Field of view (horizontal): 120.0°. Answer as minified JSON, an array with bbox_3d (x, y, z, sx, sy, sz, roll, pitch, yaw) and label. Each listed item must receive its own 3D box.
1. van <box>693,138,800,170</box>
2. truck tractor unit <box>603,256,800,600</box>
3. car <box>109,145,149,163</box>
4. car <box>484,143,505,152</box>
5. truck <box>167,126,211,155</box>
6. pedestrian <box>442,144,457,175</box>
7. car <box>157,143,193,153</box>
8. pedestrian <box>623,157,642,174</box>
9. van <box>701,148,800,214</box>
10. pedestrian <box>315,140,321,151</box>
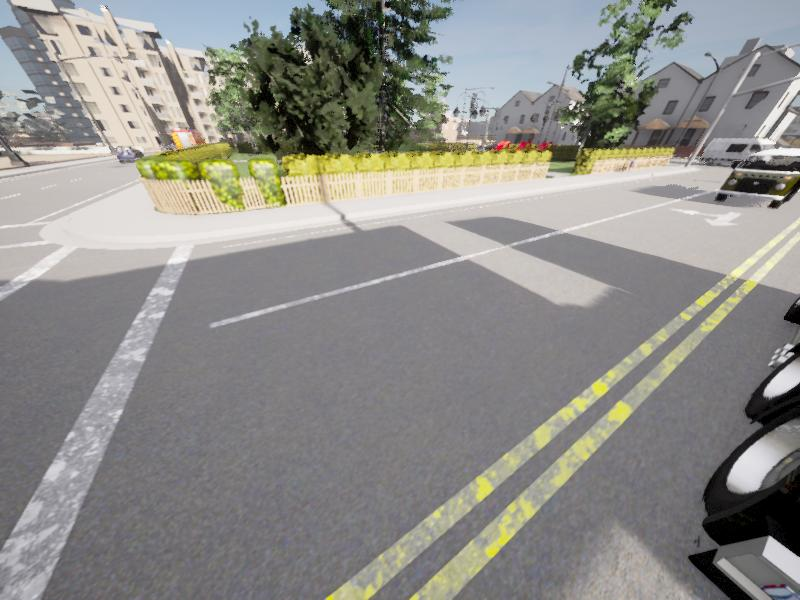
[{"bbox_3d":[36.342,-15.553,24.457,1.988,2.561,5.915,-6,35,-9],"label":"van"},{"bbox_3d":[5.095,-0.317,0.799,6.516,4.208,3.053,-19,39,-25],"label":"truck tractor unit"},{"bbox_3d":[-31.030,-16.851,26.604,1.789,1.549,3.705,-19,39,-25],"label":"car"},{"bbox_3d":[22.130,-35.776,54.225,1.851,1.617,3.988,-18,39,-24],"label":"car"},{"bbox_3d":[-37.098,-28.357,41.142,2.891,3.827,8.468,-15,37,-19],"label":"truck"},{"bbox_3d":[3.540,-10.176,16.738,0.751,1.860,0.751,2,35,3],"label":"pedestrian"},{"bbox_3d":[-45.909,-31.058,47.188,4.792,1.488,2.163,-18,39,-23],"label":"car"},{"bbox_3d":[18.088,-10.498,17.985,0.500,1.100,0.500,-16,38,-22],"label":"pedestrian"},{"bbox_3d":[16.015,-5.312,9.993,4.480,2.038,2.069,-18,39,-24],"label":"van"},{"bbox_3d":[-17.606,-33.047,49.434,0.751,1.860,0.751,-16,38,-23],"label":"pedestrian"}]
